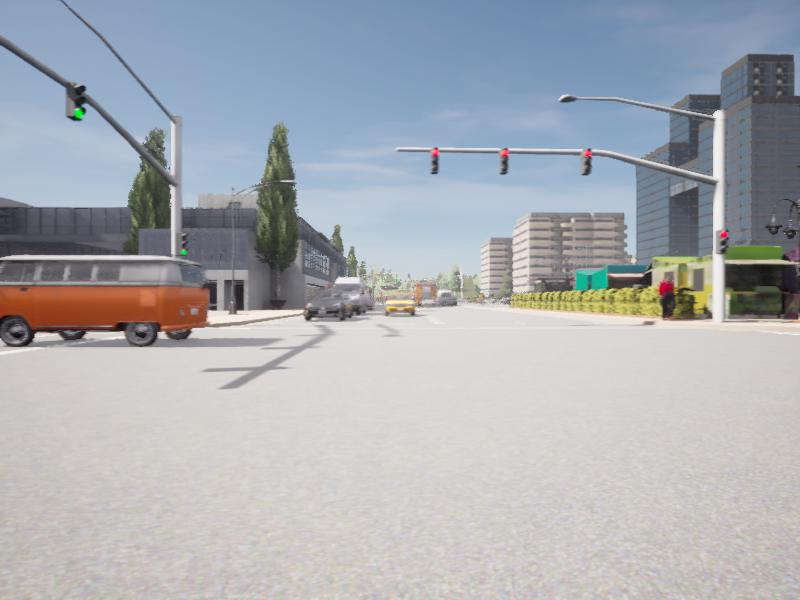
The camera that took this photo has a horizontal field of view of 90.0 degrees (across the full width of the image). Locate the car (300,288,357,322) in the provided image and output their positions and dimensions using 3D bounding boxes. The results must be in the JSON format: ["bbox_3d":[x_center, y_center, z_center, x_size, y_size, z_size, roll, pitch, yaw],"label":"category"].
[{"bbox_3d":[-3.469,0.228,20.253,2.007,1.525,4.514,0,0,1],"label":"car"}]

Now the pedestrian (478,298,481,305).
[{"bbox_3d":[12.596,0.261,63.491,0.500,1.100,0.500,0,0,19],"label":"pedestrian"}]

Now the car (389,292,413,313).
[{"bbox_3d":[0.081,0.199,33.342,1.801,1.575,5.366,0,0,0],"label":"car"}]

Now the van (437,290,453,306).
[{"bbox_3d":[7.293,-0.285,65.549,1.988,2.561,5.915,0,0,0],"label":"van"}]

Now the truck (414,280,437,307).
[{"bbox_3d":[3.784,-0.926,61.474,2.891,3.827,8.468,0,0,0],"label":"truck"}]

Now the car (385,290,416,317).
[{"bbox_3d":[0.070,0.200,25.680,1.801,1.575,5.366,0,0,1],"label":"car"}]

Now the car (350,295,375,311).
[{"bbox_3d":[-3.401,0.268,37.358,1.812,1.442,4.674,0,0,1],"label":"car"}]

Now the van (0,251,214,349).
[{"bbox_3d":[-6.858,0.000,9.101,4.442,1.987,1.775,0,0,-2],"label":"van"}]

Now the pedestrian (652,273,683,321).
[{"bbox_3d":[10.575,-0.119,15.829,0.751,1.860,0.751,0,0,5],"label":"pedestrian"}]

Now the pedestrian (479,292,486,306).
[{"bbox_3d":[11.030,-0.122,53.602,0.751,1.860,0.751,0,0,-1],"label":"pedestrian"}]

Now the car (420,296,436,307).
[{"bbox_3d":[3.707,0.221,53.448,1.845,1.501,3.633,0,0,0],"label":"car"}]

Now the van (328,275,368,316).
[{"bbox_3d":[-3.456,-0.279,27.660,1.988,2.561,5.915,0,0,0],"label":"van"}]
